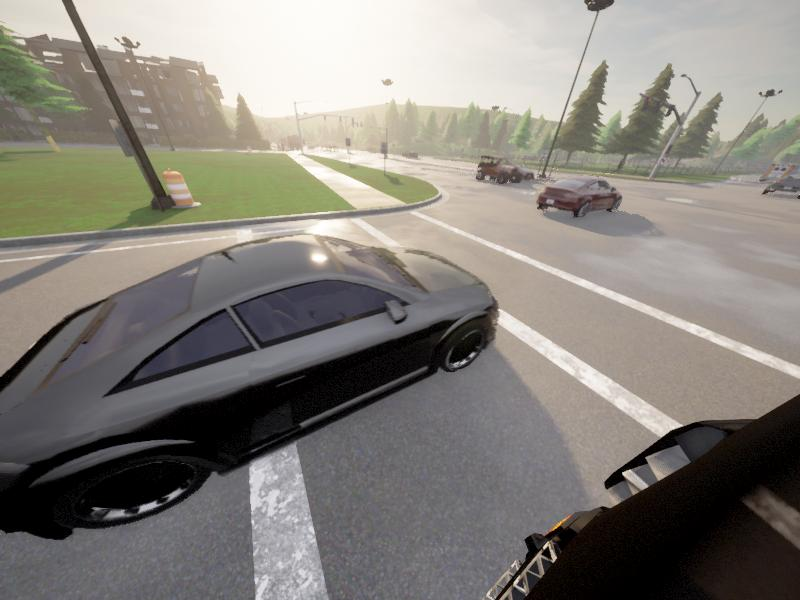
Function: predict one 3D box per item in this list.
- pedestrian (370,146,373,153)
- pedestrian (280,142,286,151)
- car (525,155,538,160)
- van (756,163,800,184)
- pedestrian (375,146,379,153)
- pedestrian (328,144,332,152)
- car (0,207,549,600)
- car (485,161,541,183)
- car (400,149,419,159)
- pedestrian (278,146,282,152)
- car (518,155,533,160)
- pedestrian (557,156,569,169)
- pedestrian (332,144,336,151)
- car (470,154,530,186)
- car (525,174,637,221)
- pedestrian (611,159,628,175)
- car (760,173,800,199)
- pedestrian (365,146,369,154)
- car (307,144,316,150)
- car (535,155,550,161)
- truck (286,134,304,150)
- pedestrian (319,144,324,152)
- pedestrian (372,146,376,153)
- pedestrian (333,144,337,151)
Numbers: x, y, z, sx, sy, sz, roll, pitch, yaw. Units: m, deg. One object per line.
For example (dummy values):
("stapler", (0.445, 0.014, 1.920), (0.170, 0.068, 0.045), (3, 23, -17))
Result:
("pedestrian", (-9.047, -48.055, 73.803), (0.751, 1.860, 0.751), (-6, 35, -13))
("pedestrian", (-27.907, -36.594, 55.145), (0.751, 1.860, 0.751), (-16, 38, -27))
("car", (49.256, -53.326, 86.465), (3.988, 1.617, 1.851), (-16, 38, -26))
("van", (57.748, -19.285, 35.094), (6.366, 2.431, 2.351), (-16, 38, -26))
("pedestrian", (-7.311, -47.824, 73.586), (0.751, 1.860, 0.751), (-23, 41, -33))
("pedestrian", (-19.994, -43.415, 66.001), (0.751, 1.860, 0.751), (-23, 41, -33))
("car", (-0.834, 0.086, 2.506), (4.181, 1.385, 1.994), (-16, 38, -26))
("car", (10.446, -12.067, 21.632), (1.994, 1.385, 4.181), (-15, 37, -24))
("car", (2.097, -33.641, 53.205), (1.930, 1.638, 5.238), (-16, 38, -25))
("pedestrian", (-27.872, -35.203, 53.746), (0.500, 1.100, 0.500), (-13, 37, -23))
("car", (48.818, -55.356, 89.656), (5.027, 1.651, 2.152), (-16, 38, -26))
("pedestrian", (26.364, -22.262, 37.401), (0.751, 1.860, 0.751), (-13, 37, -22))
("pedestrian", (-20.049, -46.184, 69.886), (0.751, 1.860, 0.751), (-15, 38, -25))
("car", (8.059, -10.759, 19.013), (1.905, 1.878, 3.866), (-16, 38, -25))
("car", (8.138, -4.741, 10.373), (4.674, 1.442, 1.812), (-16, 38, -26))
("pedestrian", (29.812, -18.083, 31.376), (0.751, 1.860, 0.751), (-13, 37, -23))
("car", (34.377, -10.056, 20.181), (5.027, 1.651, 2.152), (-16, 38, -26))
("pedestrian", (-10.248, -46.579, 71.664), (0.751, 1.860, 0.751), (-19, 39, -29))
("car", (-31.210, -54.161, 81.684), (1.837, 1.490, 4.892), (-16, 38, -26))
("car", (52.299, -52.000, 84.593), (4.856, 1.649, 2.033), (-16, 38, -26))
("truck", (-32.545, -48.794, 71.415), (2.891, 3.827, 8.468), (-16, 38, -26))
("pedestrian", (-21.945, -42.626, 64.666), (0.751, 1.860, 0.751), (-20, 40, -30))
("pedestrian", (-8.189, -47.440, 72.943), (0.751, 1.860, 0.751), (-23, 42, -34))
("pedestrian", (-20.591, -48.426, 73.217), (0.751, 1.860, 0.751), (-10, 36, -18))
